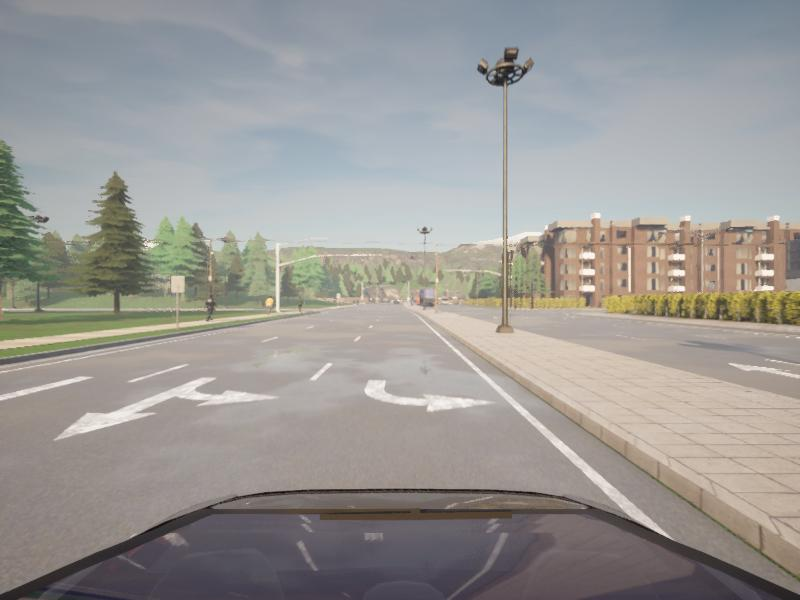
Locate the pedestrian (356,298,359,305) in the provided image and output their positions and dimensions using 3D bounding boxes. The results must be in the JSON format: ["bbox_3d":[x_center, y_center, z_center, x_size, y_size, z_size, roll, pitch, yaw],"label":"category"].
[{"bbox_3d":[-12.445,0.472,116.631,0.751,1.860,0.751,0,0,10],"label":"pedestrian"}]

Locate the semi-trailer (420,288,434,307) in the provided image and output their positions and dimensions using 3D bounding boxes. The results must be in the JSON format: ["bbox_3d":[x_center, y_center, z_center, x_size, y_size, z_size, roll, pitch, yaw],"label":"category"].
[{"bbox_3d":[6.801,-0.619,102.219,2.717,4.402,14.254,0,0,0],"label":"semi-trailer"}]

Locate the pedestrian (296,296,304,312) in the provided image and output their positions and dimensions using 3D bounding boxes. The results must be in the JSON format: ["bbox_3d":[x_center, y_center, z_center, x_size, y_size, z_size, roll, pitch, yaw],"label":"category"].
[{"bbox_3d":[-11.894,0.484,47.551,0.751,1.860,0.751,0,0,2],"label":"pedestrian"}]

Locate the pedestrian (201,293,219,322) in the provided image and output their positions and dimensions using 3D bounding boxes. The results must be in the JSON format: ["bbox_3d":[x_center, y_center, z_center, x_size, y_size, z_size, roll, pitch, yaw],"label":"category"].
[{"bbox_3d":[-12.350,0.484,26.015,0.751,1.860,0.751,0,0,1],"label":"pedestrian"}]

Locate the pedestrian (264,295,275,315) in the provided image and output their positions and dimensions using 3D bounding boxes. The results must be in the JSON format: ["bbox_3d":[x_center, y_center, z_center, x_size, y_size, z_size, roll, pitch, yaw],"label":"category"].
[{"bbox_3d":[-12.124,0.484,37.151,0.751,1.860,0.751,0,0,1],"label":"pedestrian"}]
